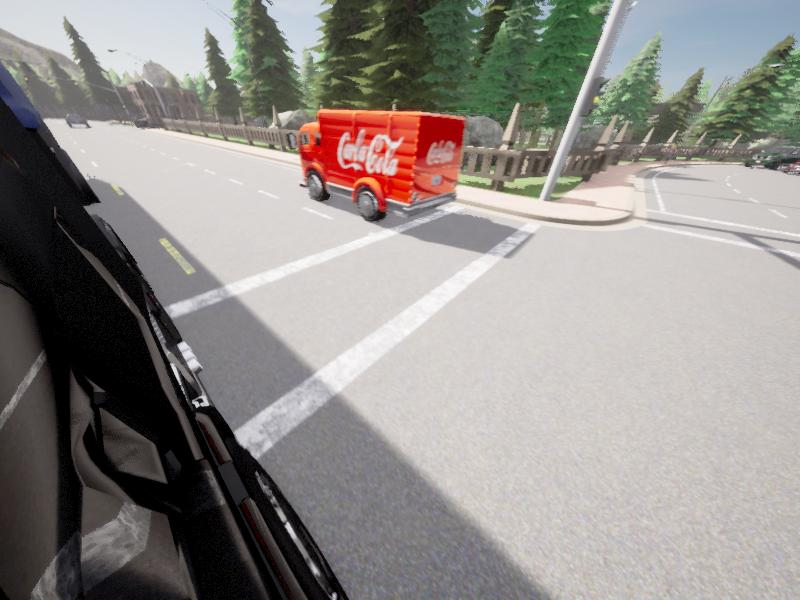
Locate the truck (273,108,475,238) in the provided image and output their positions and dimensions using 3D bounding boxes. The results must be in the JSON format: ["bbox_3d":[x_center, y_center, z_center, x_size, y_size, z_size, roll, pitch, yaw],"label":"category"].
[{"bbox_3d":[-0.966,-4.181,7.078,5.204,2.467,2.627,28,44,30],"label":"truck"}]

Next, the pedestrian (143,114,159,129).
[{"bbox_3d":[-39.857,-28.543,36.979,0.751,1.860,0.751,13,38,13],"label":"pedestrian"}]

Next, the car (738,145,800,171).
[{"bbox_3d":[39.305,-14.741,23.973,5.566,2.045,2.150,-7,38,-12],"label":"car"}]

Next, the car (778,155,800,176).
[{"bbox_3d":[37.158,-11.973,20.667,4.674,1.442,1.812,-9,38,-15],"label":"car"}]

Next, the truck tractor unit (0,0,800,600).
[{"bbox_3d":[-2.645,-0.295,0.351,6.516,4.208,3.053,28,44,30],"label":"truck tractor unit"}]

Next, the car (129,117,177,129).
[{"bbox_3d":[-42.321,-30.445,39.810,1.930,1.638,5.238,10,37,11],"label":"car"}]

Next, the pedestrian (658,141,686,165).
[{"bbox_3d":[25.442,-13.781,21.649,0.751,1.860,0.751,-18,42,-25],"label":"pedestrian"}]

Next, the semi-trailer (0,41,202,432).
[{"bbox_3d":[-8.719,-3.606,4.186,14.254,4.402,2.717,28,44,29],"label":"semi-trailer"}]
